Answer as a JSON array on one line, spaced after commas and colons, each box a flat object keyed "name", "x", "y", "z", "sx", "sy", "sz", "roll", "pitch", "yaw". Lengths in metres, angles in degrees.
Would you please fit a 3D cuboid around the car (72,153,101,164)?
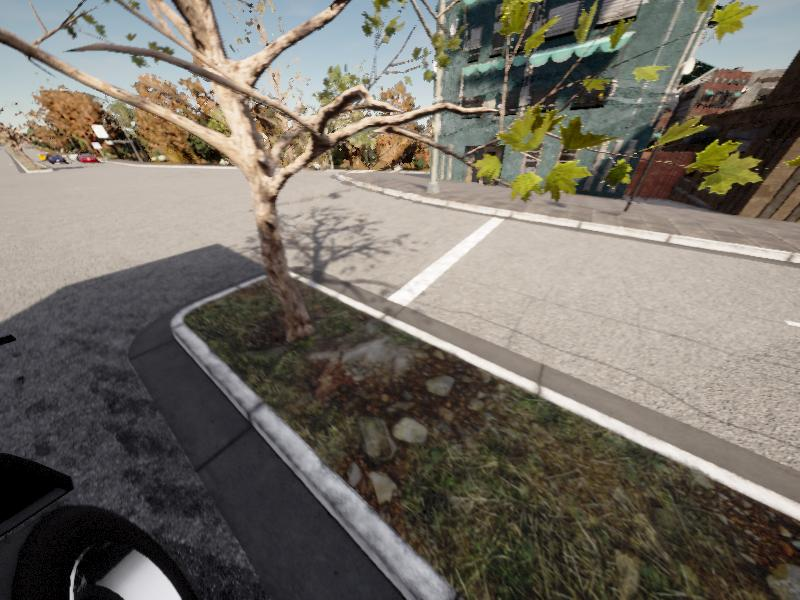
[{"name": "car", "x": -52.258, "y": -23.593, "z": 38.497, "sx": 4.181, "sy": 1.385, "sz": 1.994, "roll": 21, "pitch": 40, "yaw": 29}]

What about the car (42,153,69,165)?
[{"name": "car", "x": -57.363, "y": -23.520, "z": 38.435, "sx": 4.193, "sy": 1.474, "sz": 1.816, "roll": 21, "pitch": 40, "yaw": 29}]

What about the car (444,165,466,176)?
[{"name": "car", "x": 11.325, "y": -26.645, "z": 47.528, "sx": 3.866, "sy": 1.878, "sz": 1.905, "roll": -16, "pitch": 36, "yaw": -30}]

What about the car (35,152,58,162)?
[{"name": "car", "x": -71.740, "y": -28.990, "z": 46.862, "sx": 5.008, "sy": 1.535, "sz": 1.882, "roll": 21, "pitch": 40, "yaw": 29}]

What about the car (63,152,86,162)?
[{"name": "car", "x": -63.463, "y": -27.921, "z": 45.023, "sx": 3.633, "sy": 1.501, "sz": 1.845, "roll": 21, "pitch": 40, "yaw": 29}]
